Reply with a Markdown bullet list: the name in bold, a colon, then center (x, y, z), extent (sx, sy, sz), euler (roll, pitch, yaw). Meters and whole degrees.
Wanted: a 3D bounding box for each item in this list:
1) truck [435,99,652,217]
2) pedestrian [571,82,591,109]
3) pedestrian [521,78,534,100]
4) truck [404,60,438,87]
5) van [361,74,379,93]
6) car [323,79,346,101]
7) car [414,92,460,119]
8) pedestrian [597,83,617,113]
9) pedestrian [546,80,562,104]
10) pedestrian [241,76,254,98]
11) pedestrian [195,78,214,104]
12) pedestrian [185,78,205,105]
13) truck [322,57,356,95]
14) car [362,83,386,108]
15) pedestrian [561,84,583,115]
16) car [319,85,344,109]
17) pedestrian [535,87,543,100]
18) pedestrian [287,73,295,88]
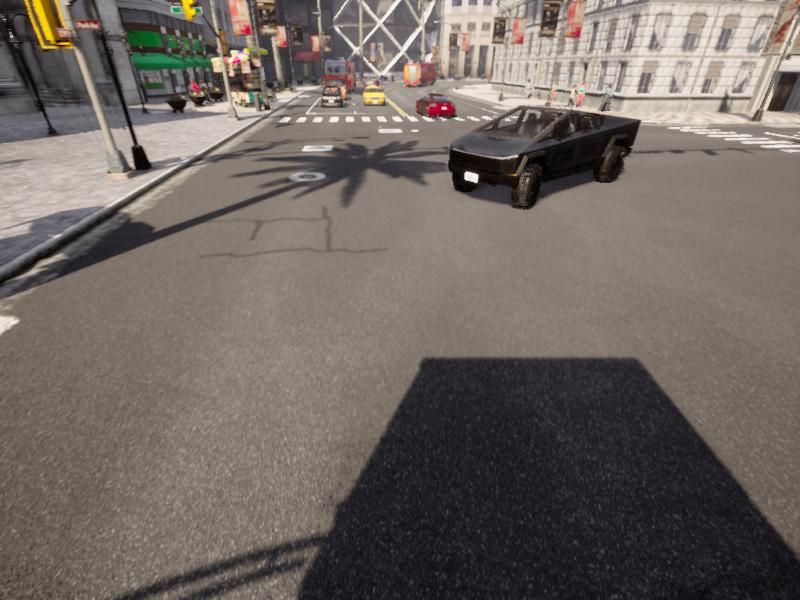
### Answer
- **truck**: center (4.152, -4.283, 11.272), extent (6.274, 2.098, 2.390), euler (-22, 37, -33)
- **pedestrian**: center (14.141, -16.008, 31.278), extent (0.751, 1.860, 0.751), euler (-3, 31, -6)
- **pedestrian**: center (12.652, -20.901, 39.610), extent (0.751, 1.860, 0.751), euler (-1, 30, -3)
- **truck**: center (3.579, -38.289, 67.583), extent (2.891, 3.827, 8.468), euler (12, 32, 19)
- **van**: center (-3.894, -28.816, 53.154), extent (1.775, 1.987, 4.442), euler (2, 30, 2)
- **car**: center (-6.517, -21.157, 40.243), extent (2.097, 1.767, 4.553), euler (-3, 31, -6)
- **car**: center (2.457, -13.612, 27.894), extent (1.994, 1.385, 4.181), euler (-7, 31, -11)
- **pedestrian**: center (14.814, -14.469, 28.660), extent (0.751, 1.860, 0.751), euler (10, 32, 16)
- **pedestrian**: center (13.628, -18.435, 35.413), extent (0.751, 1.860, 0.751), euler (-3, 31, -5)
- **pedestrian**: center (-15.214, -21.272, 39.928), extent (0.751, 1.860, 0.751), euler (-3, 31, -5)
- **pedestrian**: center (-16.076, -17.204, 32.976), extent (0.751, 1.860, 0.751), euler (17, 34, 26)
- **pedestrian**: center (-16.549, -16.852, 32.376), extent (0.751, 1.860, 0.751), euler (20, 35, 29)
- **truck**: center (-7.460, -28.265, 50.351), extent (2.891, 3.827, 8.468), euler (0, 30, 0)
- **car**: center (-2.341, -18.031, 35.168), extent (1.801, 1.575, 5.366), euler (-3, 31, -6)
- **pedestrian**: center (11.685, -13.641, 27.211), extent (0.751, 1.860, 0.751), euler (0, 30, -1)
- **car**: center (-5.591, -16.692, 32.879), extent (1.789, 1.549, 3.705), euler (-3, 30, -6)
- **pedestrian**: center (13.818, -20.557, 39.789), extent (0.500, 1.100, 0.500), euler (-3, 31, -5)
- **pedestrian**: center (-15.714, -31.686, 57.693), extent (0.751, 1.860, 0.751), euler (5, 31, 8)
